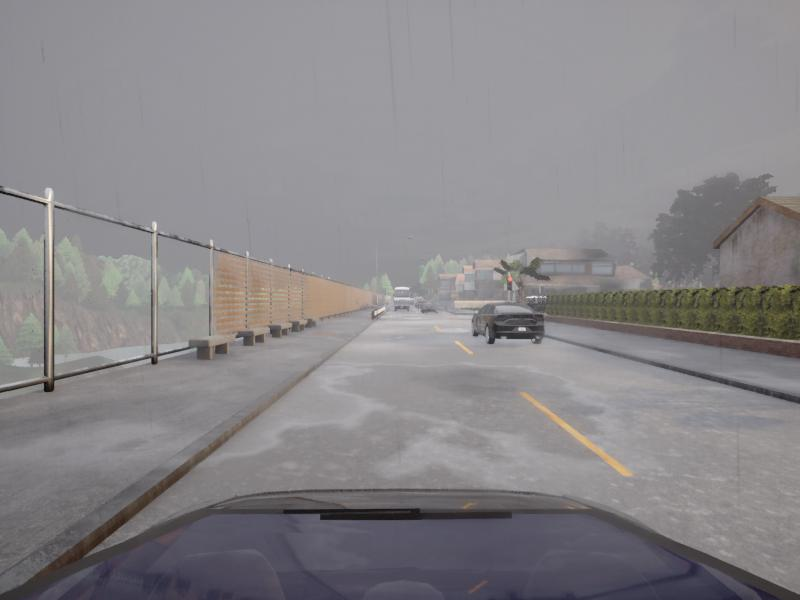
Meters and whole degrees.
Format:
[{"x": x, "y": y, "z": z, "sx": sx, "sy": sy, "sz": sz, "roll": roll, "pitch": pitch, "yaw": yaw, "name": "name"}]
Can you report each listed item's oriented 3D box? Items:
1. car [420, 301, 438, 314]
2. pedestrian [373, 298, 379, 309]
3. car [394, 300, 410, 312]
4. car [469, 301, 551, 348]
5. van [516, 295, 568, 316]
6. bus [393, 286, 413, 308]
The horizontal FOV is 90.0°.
[{"x": 3.599, "y": 0.894, "z": 48.269, "sx": 2.033, "sy": 1.411, "sz": 5.357, "roll": 0, "pitch": 0, "yaw": 6, "name": "car"}, {"x": -3.980, "y": 0.533, "z": 67.094, "sx": 0.751, "sy": 1.860, "sz": 0.751, "roll": 0, "pitch": 0, "yaw": 15, "name": "pedestrian"}, {"x": 0.314, "y": 0.781, "z": 57.989, "sx": 2.152, "sy": 1.651, "sz": 5.027, "roll": 0, "pitch": 0, "yaw": 2, "name": "car"}, {"x": 4.085, "y": 0.823, "z": 15.817, "sx": 1.882, "sy": 1.535, "sz": 5.008, "roll": 0, "pitch": 0, "yaw": 0, "name": "car"}, {"x": 14.127, "y": 0.571, "z": 39.985, "sx": 4.480, "sy": 2.038, "sz": 2.069, "roll": 0, "pitch": 0, "yaw": 1, "name": "van"}, {"x": 0.551, "y": -0.539, "z": 83.810, "sx": 3.944, "sy": 4.253, "sz": 10.273, "roll": 0, "pitch": 0, "yaw": 0, "name": "bus"}]
